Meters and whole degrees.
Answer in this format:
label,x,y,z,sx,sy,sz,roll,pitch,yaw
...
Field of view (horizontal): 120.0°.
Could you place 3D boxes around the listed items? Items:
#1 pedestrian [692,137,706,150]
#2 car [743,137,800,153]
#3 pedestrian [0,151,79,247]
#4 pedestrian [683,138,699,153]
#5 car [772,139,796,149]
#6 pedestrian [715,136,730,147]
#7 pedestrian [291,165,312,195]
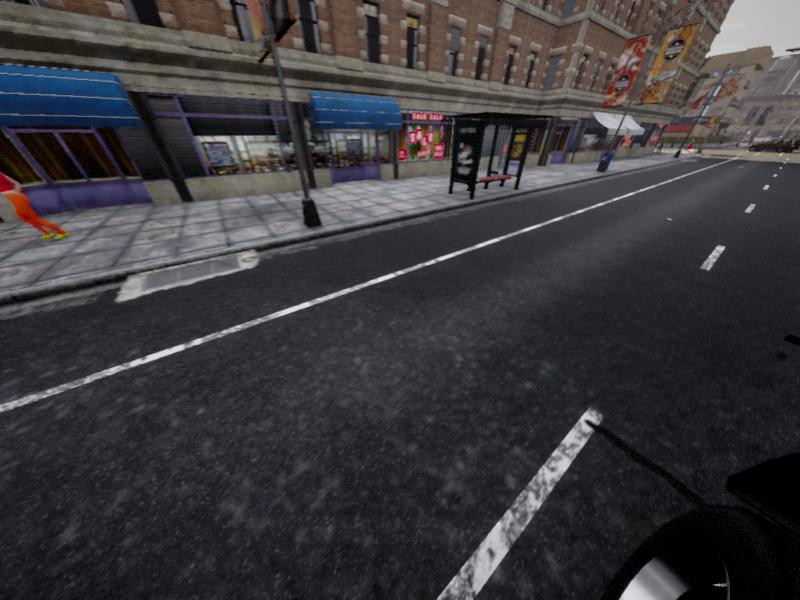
label,x,y,z,sx,sy,sz,roll,pitch,yaw
pedestrian,54.113,-28.280,41.772,0.751,1.860,0.751,29,44,35
car,55.888,-23.119,34.476,1.932,1.855,4.605,-8,36,-11
pedestrian,-8.842,-2.305,5.330,0.751,1.860,0.751,-23,41,-28
pedestrian,44.615,-23.744,35.441,0.751,1.860,0.751,-24,41,-29
car,76.383,-31.075,45.923,4.674,1.442,1.812,-22,41,-28
pedestrian,65.472,-32.197,46.947,0.751,1.860,0.751,-4,35,-5
pedestrian,-4.335,-5.313,10.205,0.500,1.100,0.500,-21,40,-26
